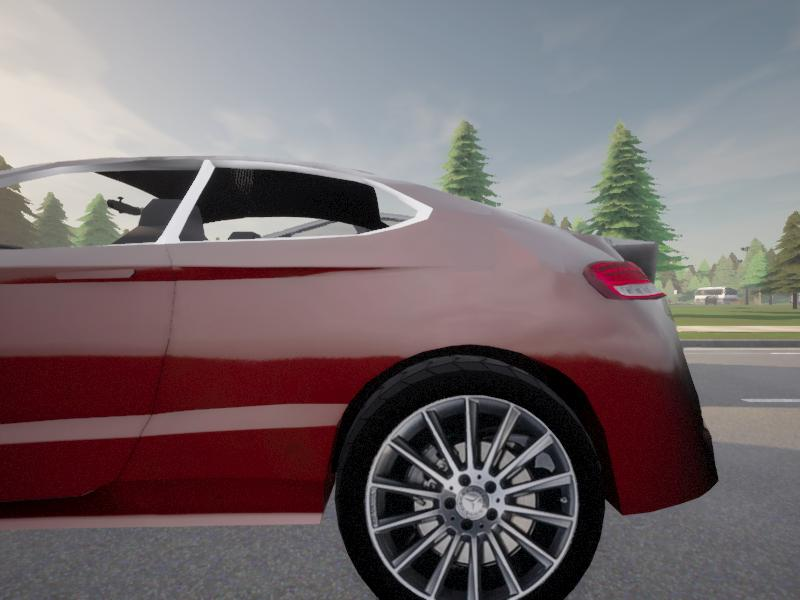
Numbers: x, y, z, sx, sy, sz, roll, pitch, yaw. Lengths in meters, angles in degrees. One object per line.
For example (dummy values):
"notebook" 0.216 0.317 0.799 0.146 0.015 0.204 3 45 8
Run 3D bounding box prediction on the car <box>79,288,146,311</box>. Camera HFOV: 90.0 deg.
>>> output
"car" -26.673 -0.056 37.434 2.150 2.045 5.566 0 0 1

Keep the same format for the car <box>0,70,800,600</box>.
"car" -1.307 0.179 2.200 5.027 1.651 2.152 0 0 0

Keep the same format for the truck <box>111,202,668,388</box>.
"truck" -0.117 -0.058 5.701 6.274 2.098 2.390 0 0 0

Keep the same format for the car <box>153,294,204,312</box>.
"car" -19.692 0.227 35.813 1.837 1.490 4.892 0 0 1

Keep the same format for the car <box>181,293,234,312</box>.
"car" -16.212 0.221 34.087 2.128 1.511 4.902 0 0 1
